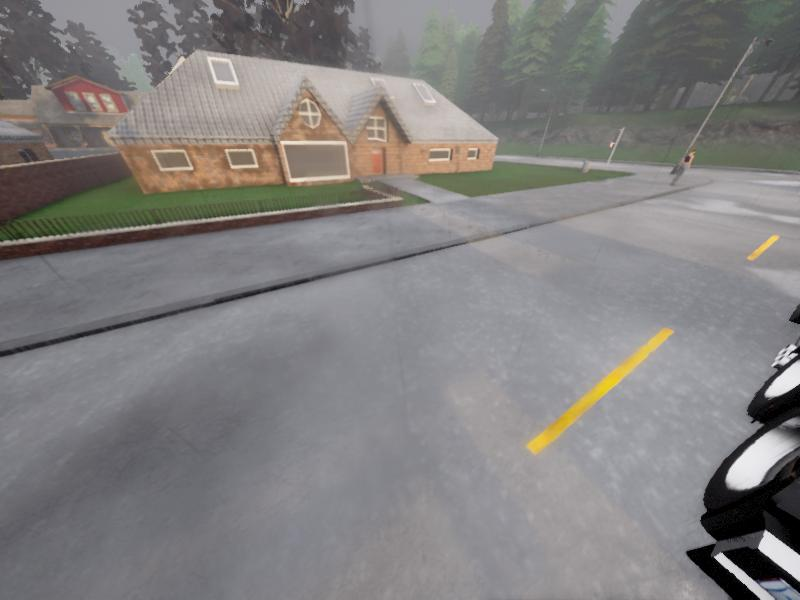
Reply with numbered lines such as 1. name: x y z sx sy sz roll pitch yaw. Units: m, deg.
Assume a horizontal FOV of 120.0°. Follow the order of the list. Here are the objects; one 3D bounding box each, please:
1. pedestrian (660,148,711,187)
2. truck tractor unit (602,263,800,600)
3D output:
1. pedestrian: 16.007 -7.462 13.021 0.751 1.860 0.751 3 35 3
2. truck tractor unit: 5.109 -0.303 0.784 6.516 4.208 3.053 -18 39 -24
